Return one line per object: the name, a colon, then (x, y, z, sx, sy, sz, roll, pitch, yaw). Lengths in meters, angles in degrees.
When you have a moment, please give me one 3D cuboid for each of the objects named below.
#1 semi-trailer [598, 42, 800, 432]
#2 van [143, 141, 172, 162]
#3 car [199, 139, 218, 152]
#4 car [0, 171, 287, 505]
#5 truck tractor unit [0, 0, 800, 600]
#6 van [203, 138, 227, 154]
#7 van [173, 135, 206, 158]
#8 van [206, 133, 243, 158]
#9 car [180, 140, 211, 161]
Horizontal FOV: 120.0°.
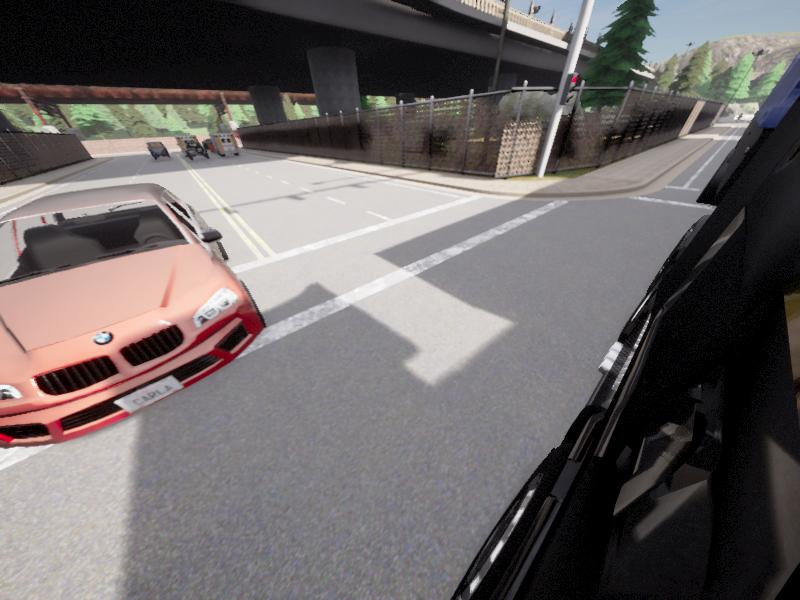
semi-trailer: (8.685, -3.629, 4.218, 14.254, 4.402, 2.717, -28, 44, -30)
van: (-30.972, -19.132, 29.615, 1.775, 1.987, 4.442, -28, 44, -30)
car: (-36.498, -29.476, 43.945, 2.097, 1.767, 4.553, -25, 42, -27)
car: (-3.780, -0.531, 3.253, 2.242, 1.667, 4.611, -29, 43, -30)
truck tractor unit: (2.645, -0.295, 0.351, 6.516, 4.208, 3.053, -28, 44, -30)
van: (-29.606, -24.706, 36.968, 1.775, 1.987, 4.442, -28, 44, -30)
van: (-30.154, -21.998, 33.019, 2.351, 2.431, 6.366, -28, 44, -30)
van: (-23.615, -20.809, 31.005, 2.351, 2.431, 6.366, -28, 44, -30)
car: (-24.944, -18.244, 28.126, 1.932, 1.855, 4.605, -28, 44, -30)
